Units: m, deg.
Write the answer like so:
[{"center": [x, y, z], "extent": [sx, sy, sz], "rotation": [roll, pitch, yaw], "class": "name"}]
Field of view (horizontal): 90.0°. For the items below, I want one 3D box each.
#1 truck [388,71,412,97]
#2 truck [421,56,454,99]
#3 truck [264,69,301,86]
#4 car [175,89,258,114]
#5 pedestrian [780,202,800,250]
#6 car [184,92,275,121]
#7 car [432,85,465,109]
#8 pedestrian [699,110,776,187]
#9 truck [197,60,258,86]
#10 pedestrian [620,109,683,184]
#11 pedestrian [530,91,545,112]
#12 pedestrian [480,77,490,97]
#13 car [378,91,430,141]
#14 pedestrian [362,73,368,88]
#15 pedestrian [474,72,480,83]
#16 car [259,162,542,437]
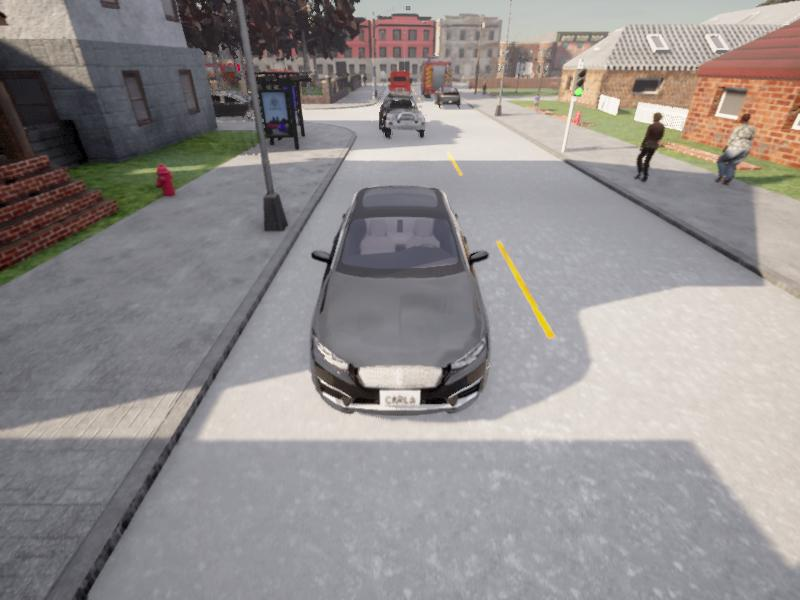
[{"center": [-0.012, -24.783, 45.788], "extent": [2.627, 2.467, 5.204], "rotation": [0, 30, 0], "class": "truck"}, {"center": [4.000, -25.082, 44.959], "extent": [2.891, 3.827, 8.468], "rotation": [0, 30, 0], "class": "truck"}, {"center": [-19.896, -37.814, 68.000], "extent": [5.204, 2.467, 2.627], "rotation": [0, 30, -1], "class": "truck"}, {"center": [-13.233, -14.471, 29.151], "extent": [4.902, 1.511, 2.128], "rotation": [0, 30, 0], "class": "car"}, {"center": [7.630, -1.734, 6.841], "extent": [0.751, 1.860, 0.751], "rotation": [-1, 30, -1], "class": "pedestrian"}, {"center": [-10.828, -12.459, 25.736], "extent": [4.892, 1.490, 1.837], "rotation": [0, 30, 0], "class": "car"}, {"center": [3.995, -17.127, 33.686], "extent": [2.128, 1.511, 4.902], "rotation": [0, 31, 0], "class": "car"}, {"center": [9.091, -4.097, 10.870], "extent": [0.751, 1.860, 0.751], "rotation": [0, 30, 1], "class": "pedestrian"}, {"center": [-29.057, -38.399, 67.656], "extent": [8.468, 3.827, 2.891], "rotation": [0, 30, 0], "class": "truck"}, {"center": [6.966, -4.275, 11.172], "extent": [0.751, 1.860, 0.751], "rotation": [0, 30, 0], "class": "pedestrian"}, {"center": [9.957, -14.462, 29.095], "extent": [0.751, 1.300, 0.751], "rotation": [5, 31, 8], "class": "pedestrian"}, {"center": [9.062, -22.759, 42.687], "extent": [0.751, 1.860, 0.751], "rotation": [-4, 31, -6], "class": "pedestrian"}, {"center": [0.070, -9.247, 19.890], "extent": [1.932, 1.855, 4.605], "rotation": [-2, 30, -7], "class": "car"}, {"center": [-5.276, -33.181, 60.456], "extent": [0.751, 1.860, 0.751], "rotation": [0, 30, 0], "class": "pedestrian"}, {"center": [14.623, -42.282, 75.973], "extent": [0.751, 1.860, 0.751], "rotation": [-6, 31, -10], "class": "pedestrian"}, {"center": [0.002, -0.600, 5.505], "extent": [2.128, 1.511, 4.902], "rotation": [0, 30, 0], "class": "car"}]
